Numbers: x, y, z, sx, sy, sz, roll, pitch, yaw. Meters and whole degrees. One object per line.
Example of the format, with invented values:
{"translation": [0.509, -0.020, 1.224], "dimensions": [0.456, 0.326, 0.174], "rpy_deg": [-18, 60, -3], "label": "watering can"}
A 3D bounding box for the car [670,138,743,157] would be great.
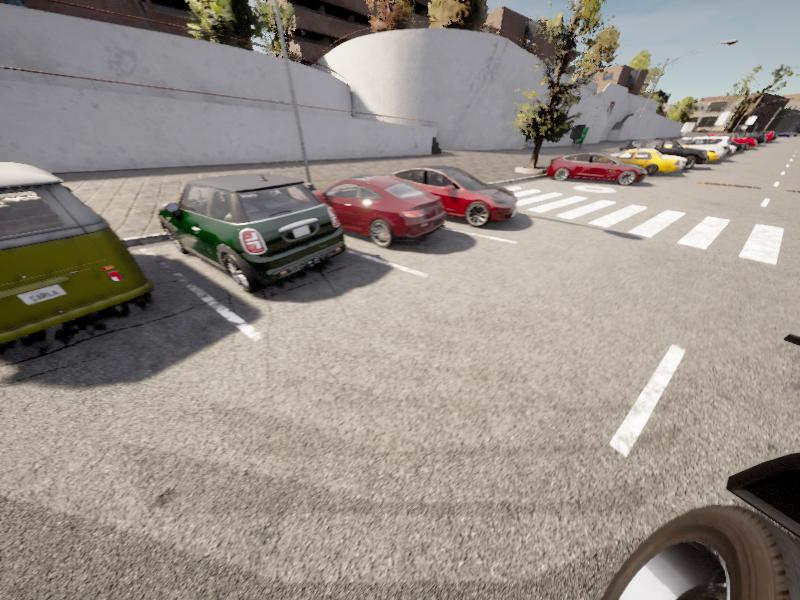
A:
{"translation": [35.858, -18.047, 27.301], "dimensions": [4.553, 1.767, 2.185], "rpy_deg": [21, 41, 29], "label": "car"}

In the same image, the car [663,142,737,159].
{"translation": [33.429, -16.866, 26.010], "dimensions": [4.674, 1.452, 2.002], "rpy_deg": [21, 40, 29], "label": "car"}

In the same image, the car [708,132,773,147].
{"translation": [57.978, -27.490, 39.576], "dimensions": [5.566, 2.045, 2.435], "rpy_deg": [21, 41, 29], "label": "car"}

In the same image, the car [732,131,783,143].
{"translation": [80.131, -36.709, 52.009], "dimensions": [5.566, 2.045, 2.435], "rpy_deg": [21, 41, 29], "label": "car"}

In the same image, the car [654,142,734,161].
{"translation": [30.938, -15.850, 24.628], "dimensions": [4.792, 1.488, 2.163], "rpy_deg": [21, 41, 29], "label": "car"}

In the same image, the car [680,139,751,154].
{"translation": [40.807, -20.008, 30.097], "dimensions": [5.008, 1.535, 2.097], "rpy_deg": [21, 41, 29], "label": "car"}

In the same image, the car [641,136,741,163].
{"translation": [28.475, -15.053, 23.087], "dimensions": [5.566, 2.045, 2.435], "rpy_deg": [21, 41, 29], "label": "car"}

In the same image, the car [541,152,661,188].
{"translation": [11.306, -7.722, 13.474], "dimensions": [4.792, 1.488, 2.163], "rpy_deg": [21, 40, 29], "label": "car"}

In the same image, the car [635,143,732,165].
{"translation": [26.195, -13.761, 21.745], "dimensions": [5.366, 1.575, 1.946], "rpy_deg": [21, 40, 29], "label": "car"}

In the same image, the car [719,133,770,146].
{"translation": [62.949, -29.430, 42.379], "dimensions": [4.553, 1.767, 2.185], "rpy_deg": [21, 41, 29], "label": "car"}

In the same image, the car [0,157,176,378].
{"translation": [-6.006, -0.966, 3.621], "dimensions": [4.442, 1.987, 1.878], "rpy_deg": [21, 41, 29], "label": "car"}

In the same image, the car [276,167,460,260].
{"translation": [-1.016, -2.703, 6.495], "dimensions": [4.674, 1.452, 2.002], "rpy_deg": [21, 41, 29], "label": "car"}

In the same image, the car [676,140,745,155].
{"translation": [38.344, -18.940, 28.756], "dimensions": [4.674, 1.452, 2.002], "rpy_deg": [21, 41, 29], "label": "car"}

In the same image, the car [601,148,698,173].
{"translation": [18.660, -10.740, 17.687], "dimensions": [4.674, 1.452, 2.002], "rpy_deg": [21, 40, 29], "label": "car"}

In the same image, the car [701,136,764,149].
{"translation": [52.941, -25.269, 37.046], "dimensions": [5.366, 1.575, 1.946], "rpy_deg": [21, 41, 29], "label": "car"}

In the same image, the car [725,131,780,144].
{"translation": [72.733, -33.649, 47.866], "dimensions": [5.566, 2.045, 2.435], "rpy_deg": [21, 41, 29], "label": "car"}

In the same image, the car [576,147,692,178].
{"translation": [16.046, -9.820, 16.348], "dimensions": [5.366, 1.575, 1.946], "rpy_deg": [21, 41, 29], "label": "car"}

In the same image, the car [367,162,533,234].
{"translation": [1.469, -3.710, 7.881], "dimensions": [4.792, 1.488, 2.163], "rpy_deg": [21, 40, 29], "label": "car"}

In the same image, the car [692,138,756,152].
{"translation": [45.747, -22.064, 32.849], "dimensions": [4.792, 1.488, 2.163], "rpy_deg": [21, 41, 29], "label": "car"}

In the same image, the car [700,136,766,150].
{"translation": [50.792, -24.120, 35.497], "dimensions": [5.366, 1.575, 1.946], "rpy_deg": [21, 41, 29], "label": "car"}

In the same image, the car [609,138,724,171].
{"translation": [21.147, -11.979, 18.903], "dimensions": [5.566, 2.045, 2.435], "rpy_deg": [21, 40, 29], "label": "car"}

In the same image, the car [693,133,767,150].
{"translation": [48.199, -23.335, 34.061], "dimensions": [5.566, 2.045, 2.435], "rpy_deg": [21, 41, 29], "label": "car"}

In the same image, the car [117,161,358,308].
{"translation": [-3.439, -1.835, 4.999], "dimensions": [4.553, 1.767, 2.185], "rpy_deg": [21, 41, 29], "label": "car"}
